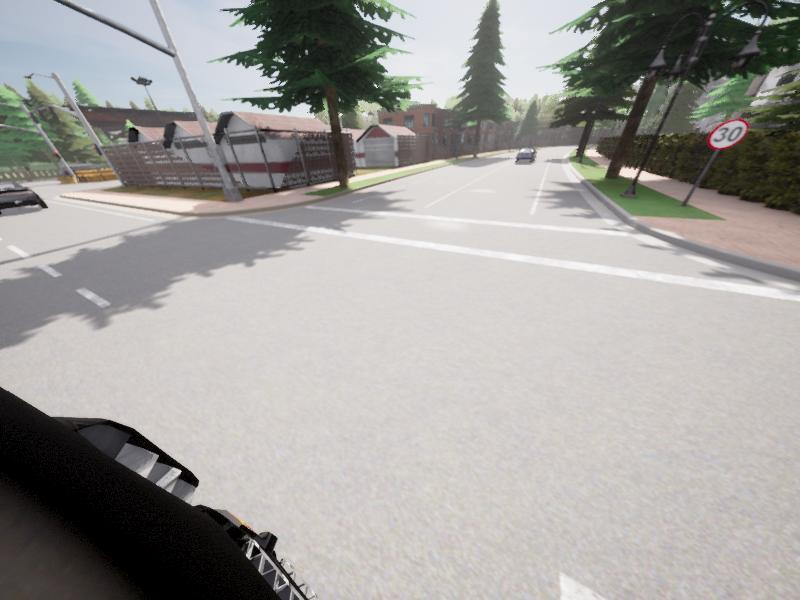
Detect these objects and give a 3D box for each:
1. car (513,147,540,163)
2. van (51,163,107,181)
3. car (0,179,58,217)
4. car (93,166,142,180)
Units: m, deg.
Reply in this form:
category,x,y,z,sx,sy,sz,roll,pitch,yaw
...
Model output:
category,x,y,z,sx,sy,sz,roll,pitch,yaw
car,15.154,-17.374,27.602,2.033,1.411,5.357,16,38,26
van,-50.013,-20.071,36.175,1.775,1.987,4.442,13,37,22
car,-22.651,-5.953,13.271,4.902,1.511,2.128,14,37,24
car,-42.840,-19.381,35.147,1.994,1.385,4.181,13,37,22
